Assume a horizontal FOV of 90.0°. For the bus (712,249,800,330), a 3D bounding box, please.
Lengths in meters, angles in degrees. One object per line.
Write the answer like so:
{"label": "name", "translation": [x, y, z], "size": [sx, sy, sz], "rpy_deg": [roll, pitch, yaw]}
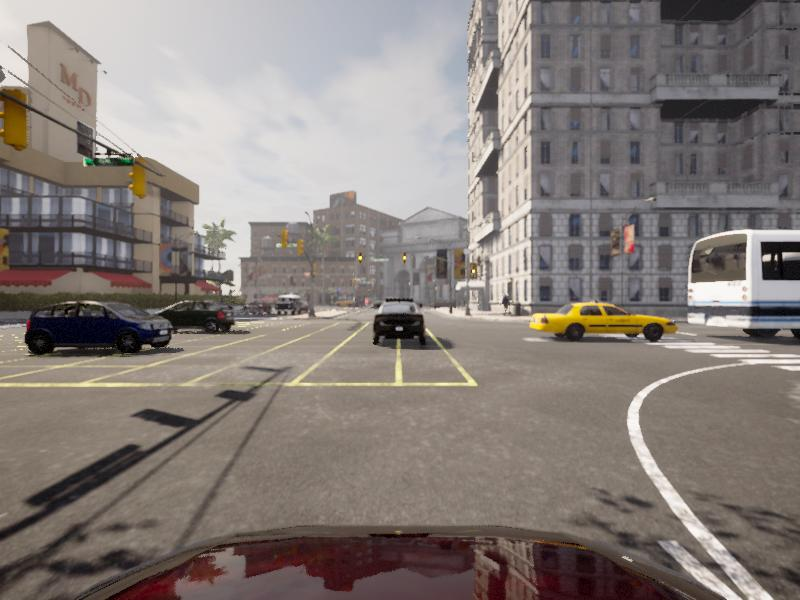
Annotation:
{"label": "bus", "translation": [24.511, -0.568, 22.894], "size": [10.273, 4.253, 3.944], "rpy_deg": [0, 0, 0]}

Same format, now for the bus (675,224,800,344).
{"label": "bus", "translation": [17.544, -0.558, 16.091], "size": [10.273, 4.253, 3.944], "rpy_deg": [0, 0, 0]}

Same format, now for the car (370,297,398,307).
{"label": "car", "translation": [-3.117, 0.452, 80.977], "size": [5.566, 2.045, 2.150], "rpy_deg": [0, 0, 0]}

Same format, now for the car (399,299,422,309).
{"label": "car", "translation": [1.776, 0.681, 67.200], "size": [2.152, 1.651, 5.027], "rpy_deg": [0, 0, 23]}

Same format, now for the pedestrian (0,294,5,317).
{"label": "pedestrian", "translation": [-32.432, 0.437, 32.087], "size": [0.751, 1.860, 0.751], "rpy_deg": [0, 0, -3]}

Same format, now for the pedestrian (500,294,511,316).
{"label": "pedestrian", "translation": [9.138, 0.434, 34.721], "size": [0.751, 1.860, 0.751], "rpy_deg": [0, 0, -6]}

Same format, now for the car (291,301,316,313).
{"label": "car", "translation": [-11.588, 0.798, 48.253], "size": [1.812, 1.442, 4.674], "rpy_deg": [0, 0, 0]}

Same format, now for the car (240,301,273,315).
{"label": "car", "translation": [-15.077, 0.807, 42.391], "size": [1.812, 1.442, 4.674], "rpy_deg": [0, 0, 0]}

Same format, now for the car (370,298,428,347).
{"label": "car", "translation": [-0.030, 0.747, 15.999], "size": [1.930, 1.638, 5.238], "rpy_deg": [0, 0, 0]}

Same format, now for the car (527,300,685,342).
{"label": "car", "translation": [8.038, 0.778, 16.025], "size": [5.366, 1.575, 1.801], "rpy_deg": [0, 0, 3]}

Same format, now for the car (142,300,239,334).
{"label": "car", "translation": [-9.983, 0.789, 19.267], "size": [3.705, 1.549, 1.789], "rpy_deg": [0, 0, 0]}

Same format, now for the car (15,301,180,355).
{"label": "car", "translation": [-9.083, 0.796, 12.273], "size": [3.705, 1.549, 1.789], "rpy_deg": [0, 0, 0]}

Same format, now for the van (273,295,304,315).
{"label": "van", "translation": [-11.570, 0.509, 41.783], "size": [2.069, 2.038, 4.480], "rpy_deg": [0, 0, 0]}

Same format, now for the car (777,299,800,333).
{"label": "car", "translation": [21.233, 0.759, 19.500], "size": [3.988, 1.617, 1.851], "rpy_deg": [0, 0, 0]}
